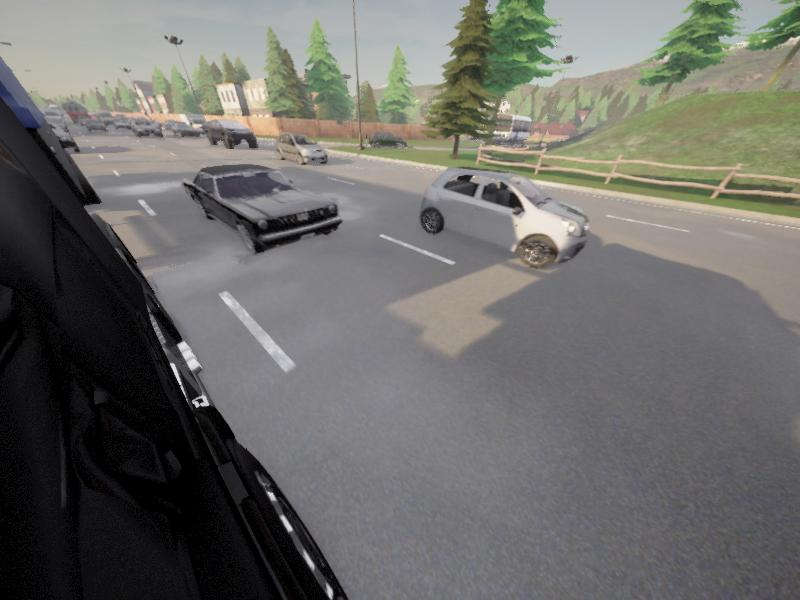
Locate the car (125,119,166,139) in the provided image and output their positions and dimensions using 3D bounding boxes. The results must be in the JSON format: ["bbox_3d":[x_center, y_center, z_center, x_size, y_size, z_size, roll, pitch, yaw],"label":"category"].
[{"bbox_3d":[-30.062,-20.209,27.280,4.611,1.667,2.242,29,44,31],"label":"car"}]

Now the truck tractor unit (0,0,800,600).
[{"bbox_3d":[-2.645,-0.295,0.351,6.516,4.208,3.053,28,44,30],"label":"truck tractor unit"}]

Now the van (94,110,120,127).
[{"bbox_3d":[-60.683,-37.664,47.828,5.915,2.561,1.988,29,44,31],"label":"van"}]

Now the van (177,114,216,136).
[{"bbox_3d":[-30.901,-26.572,35.084,6.366,2.431,2.351,29,44,31],"label":"van"}]

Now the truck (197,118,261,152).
[{"bbox_3d":[-15.619,-15.120,21.067,6.274,2.098,2.390,29,44,31],"label":"truck"}]

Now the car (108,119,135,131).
[{"bbox_3d":[-46.176,-29.085,38.311,5.357,1.411,2.033,29,44,31],"label":"car"}]

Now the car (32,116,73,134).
[{"bbox_3d":[-42.260,-21.350,28.173,4.792,1.488,2.163,29,44,31],"label":"car"}]

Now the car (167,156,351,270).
[{"bbox_3d":[-3.526,-2.457,5.626,4.718,1.301,1.895,29,44,31],"label":"car"}]

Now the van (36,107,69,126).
[{"bbox_3d":[-62.691,-33.140,41.784,6.366,2.431,2.351,29,44,31],"label":"van"}]

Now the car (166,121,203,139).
[{"bbox_3d":[-27.074,-21.323,28.985,5.238,1.638,1.930,29,44,31],"label":"car"}]

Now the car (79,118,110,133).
[{"bbox_3d":[-41.379,-23.658,31.297,4.892,1.490,1.837,29,44,31],"label":"car"}]

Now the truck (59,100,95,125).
[{"bbox_3d":[-71.239,-41.272,50.916,8.468,3.827,2.891,29,44,31],"label":"truck"}]

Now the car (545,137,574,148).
[{"bbox_3d":[34.496,-34.114,50.111,4.611,1.667,2.242,29,44,31],"label":"car"}]

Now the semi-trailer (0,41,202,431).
[{"bbox_3d":[-8.711,-3.599,4.211,14.254,4.402,2.717,28,44,30],"label":"semi-trailer"}]

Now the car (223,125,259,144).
[{"bbox_3d":[-18.607,-19.377,26.965,3.988,1.617,1.851,29,44,31],"label":"car"}]

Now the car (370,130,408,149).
[{"bbox_3d":[-1.434,-20.003,28.751,4.553,1.767,2.097,-1,37,-6],"label":"car"}]

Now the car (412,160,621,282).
[{"bbox_3d":[2.316,-2.088,5.314,3.633,1.501,1.845,29,44,31],"label":"car"}]

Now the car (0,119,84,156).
[{"bbox_3d":[-22.748,-10.523,14.870,5.027,1.651,2.152,29,44,31],"label":"car"}]

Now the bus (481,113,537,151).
[{"bbox_3d":[17.231,-26.226,36.208,3.944,4.253,10.273,28,44,28],"label":"bus"}]

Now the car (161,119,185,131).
[{"bbox_3d":[-42.401,-32.668,43.129,5.238,1.638,1.930,29,44,31],"label":"car"}]

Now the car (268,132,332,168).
[{"bbox_3d":[-6.487,-9.822,15.000,3.988,1.617,1.851,29,44,31],"label":"car"}]

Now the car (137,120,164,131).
[{"bbox_3d":[-43.496,-30.383,40.216,5.357,1.411,2.033,29,44,31],"label":"car"}]
